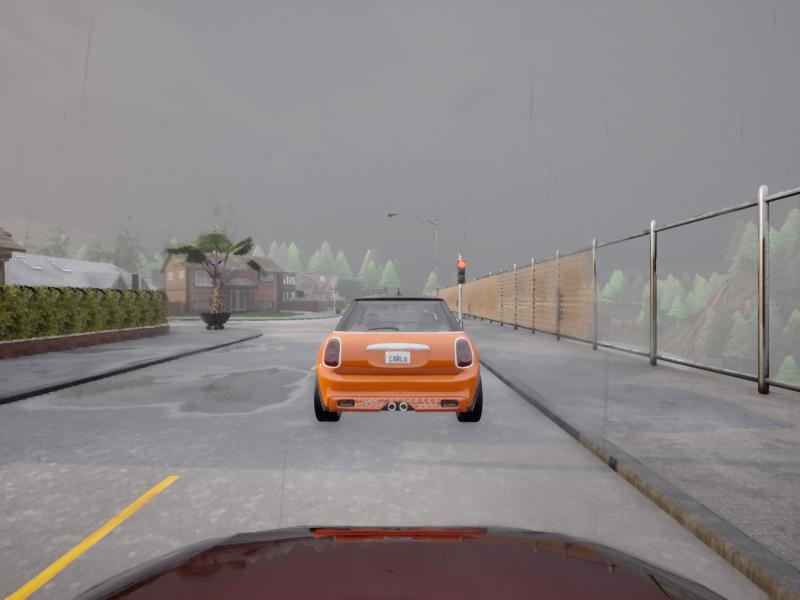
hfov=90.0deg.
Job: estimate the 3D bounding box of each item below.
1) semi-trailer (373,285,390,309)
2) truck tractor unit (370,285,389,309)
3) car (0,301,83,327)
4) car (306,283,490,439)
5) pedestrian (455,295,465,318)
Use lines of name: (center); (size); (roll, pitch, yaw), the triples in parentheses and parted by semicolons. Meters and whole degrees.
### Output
semi-trailer: (-3.655, -0.620, 81.075); (2.717, 4.402, 14.254); (0, 0, 0)
truck tractor unit: (-3.674, -0.527, 73.158); (3.053, 4.208, 6.516); (0, 0, 0)
car: (-22.932, 0.823, 24.855); (5.008, 1.535, 1.882); (0, 0, 1)
car: (-0.001, 0.694, 6.836); (2.097, 1.767, 4.553); (0, 0, 1)
pedestrian: (4.811, 0.533, 32.234); (0.751, 1.860, 0.751); (0, 0, 1)
